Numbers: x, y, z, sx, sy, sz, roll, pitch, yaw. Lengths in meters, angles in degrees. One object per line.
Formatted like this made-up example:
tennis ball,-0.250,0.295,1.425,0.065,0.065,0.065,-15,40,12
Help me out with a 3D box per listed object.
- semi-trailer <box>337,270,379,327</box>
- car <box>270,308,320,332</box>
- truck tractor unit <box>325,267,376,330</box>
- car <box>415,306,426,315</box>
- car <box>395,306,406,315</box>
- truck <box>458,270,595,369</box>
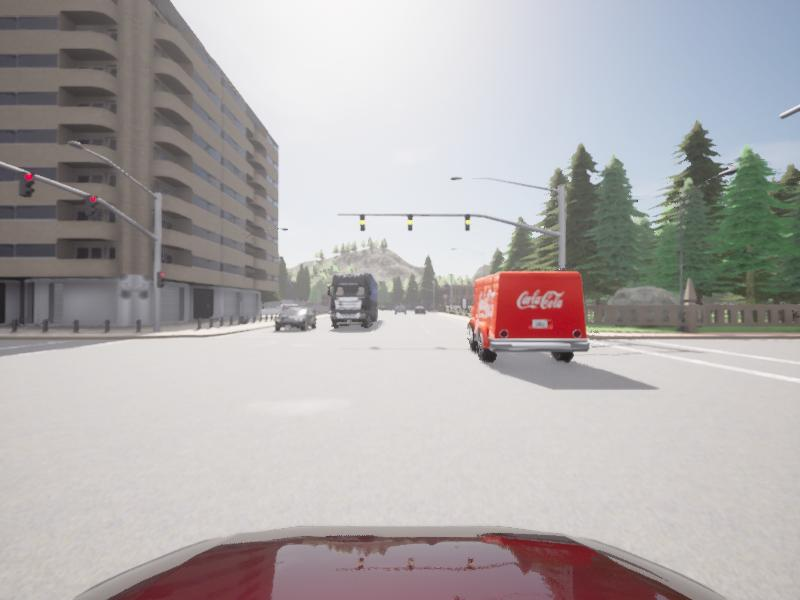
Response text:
semi-trailer,-3.601,-0.035,38.007,2.717,4.402,14.254,0,-1,-1
car,-6.969,1.281,27.188,2.163,1.488,4.792,0,-1,0
truck tractor unit,-3.487,-0.046,30.092,3.053,4.208,6.516,0,-1,0
car,3.839,1.885,75.309,1.930,1.638,5.238,0,-1,5
car,0.093,1.914,76.293,2.152,1.651,5.027,0,-1,0
truck,3.512,0.534,12.526,2.627,2.467,5.204,0,-1,0
